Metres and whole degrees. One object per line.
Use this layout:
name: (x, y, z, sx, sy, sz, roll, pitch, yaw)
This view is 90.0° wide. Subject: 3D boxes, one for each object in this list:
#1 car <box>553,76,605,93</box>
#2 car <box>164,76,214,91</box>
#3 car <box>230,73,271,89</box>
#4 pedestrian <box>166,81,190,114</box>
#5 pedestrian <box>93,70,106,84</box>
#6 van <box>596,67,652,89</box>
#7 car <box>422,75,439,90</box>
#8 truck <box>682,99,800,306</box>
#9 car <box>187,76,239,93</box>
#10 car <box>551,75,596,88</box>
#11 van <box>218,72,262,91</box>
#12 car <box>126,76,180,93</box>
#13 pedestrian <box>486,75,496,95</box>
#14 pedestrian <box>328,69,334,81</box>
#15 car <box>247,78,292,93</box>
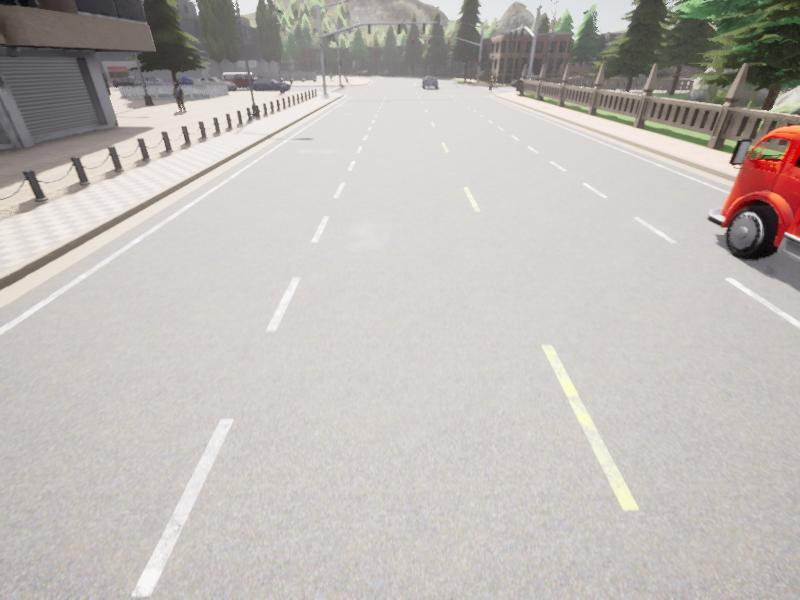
car: (21.573, -26.045, 48.303, 5.238, 1.638, 1.930, -3, 31, -6)
car: (-26.913, -27.679, 51.155, 5.008, 1.535, 1.882, 0, 31, 0)
car: (-20.480, -30.167, 55.024, 4.605, 1.855, 1.932, 0, 31, 0)
pedestrian: (-14.371, -13.181, 25.987, 0.751, 1.860, 0.751, -4, 31, -7)
pedestrian: (-47.221, -35.000, 62.860, 0.751, 1.860, 0.751, 7, 31, 11)
van: (29.977, -29.812, 53.746, 5.915, 2.561, 1.988, 0, 31, 0)
car: (4.216, -30.709, 56.395, 2.152, 1.651, 5.027, 1, 31, 1)
truck: (7.068, -1.092, 5.318, 2.627, 2.467, 5.204, 0, 31, 0)
car: (-22.393, -25.925, 48.110, 5.027, 1.651, 2.152, 0, 31, 0)
car: (24.709, -31.170, 57.024, 5.366, 1.575, 1.801, 0, 31, 0)
van: (-20.316, -27.881, 51.004, 4.480, 2.038, 2.069, 0, 31, 0)
car: (-29.619, -25.939, 48.126, 4.856, 1.649, 2.033, 0, 31, 0)
pedestrian: (10.022, -23.600, 43.906, 0.751, 1.860, 0.751, 0, 31, 1)
pedestrian: (-12.649, -41.183, 73.323, 0.751, 1.860, 0.751, -3, 31, -4)
car: (-15.594, -25.808, 48.089, 4.674, 1.442, 1.812, 1, 31, 1)
